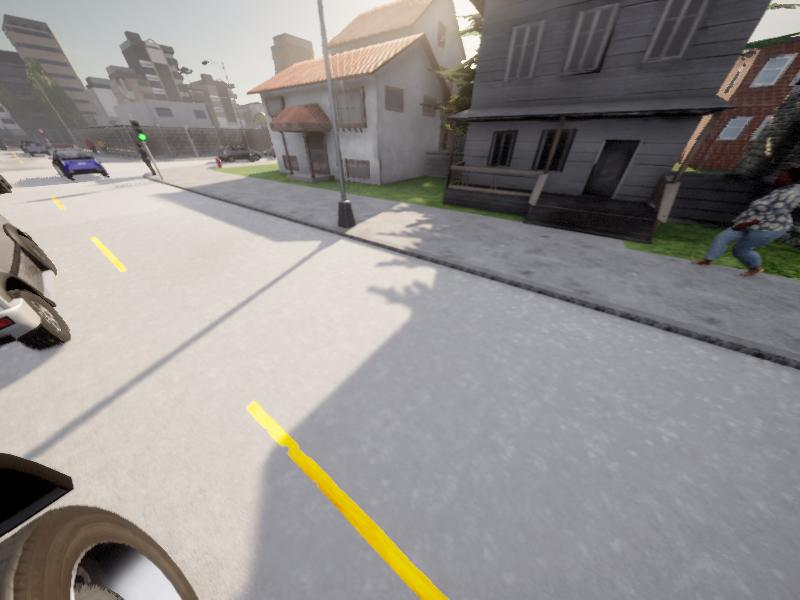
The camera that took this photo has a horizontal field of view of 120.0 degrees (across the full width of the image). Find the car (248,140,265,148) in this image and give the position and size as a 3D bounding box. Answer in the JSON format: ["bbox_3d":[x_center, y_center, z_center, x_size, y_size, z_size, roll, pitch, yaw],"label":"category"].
[{"bbox_3d":[-36.523,-39.688,58.624,3.705,1.547,1.789,22,41,28],"label":"car"}]

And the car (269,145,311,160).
[{"bbox_3d":[-13.719,-18.633,29.140,1.994,1.385,4.181,21,40,27],"label":"car"}]

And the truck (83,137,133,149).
[{"bbox_3d":[-64.699,-35.009,51.353,2.390,2.098,6.274,22,41,28],"label":"truck"}]

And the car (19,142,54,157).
[{"bbox_3d":[-48.581,-20.150,30.840,3.633,1.501,1.845,22,41,28],"label":"car"}]

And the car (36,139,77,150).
[{"bbox_3d":[-68.426,-31.057,46.121,1.851,1.617,3.988,2,35,3],"label":"car"}]

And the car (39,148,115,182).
[{"bbox_3d":[-21.206,-8.962,15.168,4.514,1.525,2.007,22,41,28],"label":"car"}]

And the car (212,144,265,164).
[{"bbox_3d":[-17.287,-15.885,24.988,1.851,1.617,3.988,22,41,28],"label":"car"}]

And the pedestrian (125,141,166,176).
[{"bbox_3d":[-16.188,-8.999,14.754,0.751,1.860,0.751,4,35,5],"label":"pedestrian"}]

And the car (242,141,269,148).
[{"bbox_3d":[-36.618,-39.779,58.879,2.033,1.415,5.357,22,41,28],"label":"car"}]

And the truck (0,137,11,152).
[{"bbox_3d":[-69.256,-26.093,38.619,2.390,2.098,6.274,-27,43,-32],"label":"truck"}]

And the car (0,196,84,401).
[{"bbox_3d":[-6.192,-0.356,2.744,4.605,1.855,1.932,24,41,30],"label":"car"}]

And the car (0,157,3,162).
[{"bbox_3d":[-42.738,-14.928,23.509,4.193,1.474,1.816,22,41,28],"label":"car"}]

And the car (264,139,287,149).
[{"bbox_3d":[-28.900,-36.454,53.812,1.905,1.878,3.866,22,41,28],"label":"car"}]

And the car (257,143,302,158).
[{"bbox_3d":[-16.353,-20.579,31.762,2.128,1.511,4.902,22,41,28],"label":"car"}]

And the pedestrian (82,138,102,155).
[{"bbox_3d":[-41.318,-20.556,30.975,0.751,1.860,0.751,20,39,25],"label":"pedestrian"}]

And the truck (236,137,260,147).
[{"bbox_3d":[-39.761,-41.435,60.664,2.069,2.038,4.478,22,41,28],"label":"truck"}]

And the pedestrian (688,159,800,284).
[{"bbox_3d":[6.358,-1.356,4.076,0.751,1.860,0.751,23,41,29],"label":"pedestrian"}]

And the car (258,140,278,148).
[{"bbox_3d":[-32.553,-38.459,56.929,1.845,1.501,3.633,22,41,28],"label":"car"}]

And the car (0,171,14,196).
[{"bbox_3d":[-19.889,-5.814,10.382,3.866,1.878,1.905,23,41,29],"label":"car"}]

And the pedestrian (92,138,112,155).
[{"bbox_3d":[-39.575,-20.374,30.717,0.751,1.860,0.751,22,41,28],"label":"pedestrian"}]
